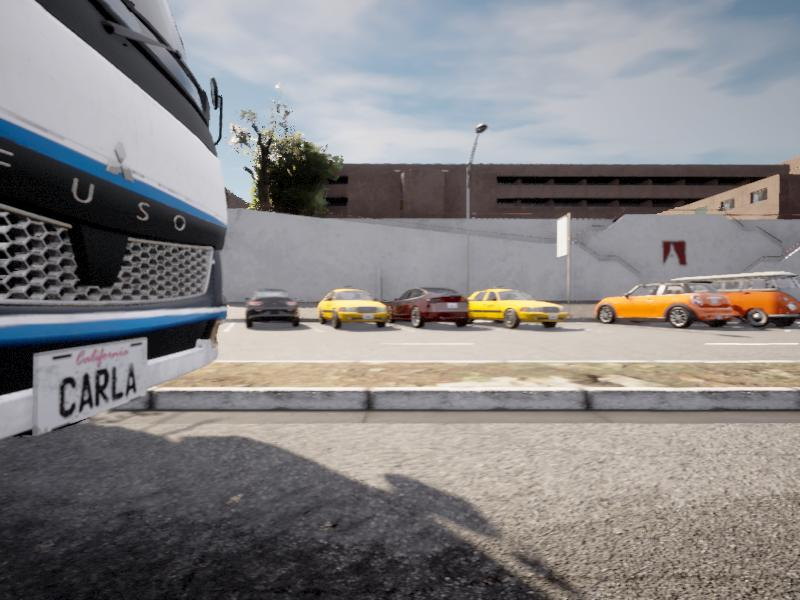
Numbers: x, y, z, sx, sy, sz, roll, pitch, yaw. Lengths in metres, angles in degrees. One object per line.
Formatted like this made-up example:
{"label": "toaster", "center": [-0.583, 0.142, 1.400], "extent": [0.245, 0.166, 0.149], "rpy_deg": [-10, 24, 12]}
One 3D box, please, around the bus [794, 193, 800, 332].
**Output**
{"label": "bus", "center": [17.321, -1.160, 10.385], "extent": [10.273, 4.253, 3.944], "rpy_deg": [0, 0, 0]}

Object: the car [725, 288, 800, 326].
{"label": "car", "center": [15.901, 0.256, 15.571], "extent": [2.002, 1.452, 4.674], "rpy_deg": [0, -1, -20]}

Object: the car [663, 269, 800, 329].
{"label": "car", "center": [12.968, 0.002, 15.473], "extent": [1.878, 1.987, 4.442], "rpy_deg": [1, -1, -20]}

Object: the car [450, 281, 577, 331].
{"label": "car", "center": [4.031, 0.233, 15.409], "extent": [1.946, 1.575, 5.366], "rpy_deg": [1, -1, -20]}

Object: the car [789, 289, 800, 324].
{"label": "car", "center": [18.874, 0.232, 15.601], "extent": [2.163, 1.488, 4.792], "rpy_deg": [0, -1, -20]}

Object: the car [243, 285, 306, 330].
{"label": "car", "center": [-4.983, 0.279, 15.584], "extent": [2.002, 1.452, 4.674], "rpy_deg": [0, -1, -20]}

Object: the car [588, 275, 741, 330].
{"label": "car", "center": [9.941, 0.109, 15.552], "extent": [2.185, 1.767, 4.553], "rpy_deg": [0, -1, -20]}

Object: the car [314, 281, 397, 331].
{"label": "car", "center": [-1.935, 0.230, 15.413], "extent": [1.946, 1.575, 5.366], "rpy_deg": [0, -1, -20]}

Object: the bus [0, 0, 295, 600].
{"label": "bus", "center": [-6.134, -1.131, 1.823], "extent": [10.273, 4.253, 3.944], "rpy_deg": [0, 0, 0]}

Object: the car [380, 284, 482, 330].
{"label": "car", "center": [0.970, 0.267, 15.611], "extent": [2.163, 1.488, 4.792], "rpy_deg": [0, -1, -20]}
